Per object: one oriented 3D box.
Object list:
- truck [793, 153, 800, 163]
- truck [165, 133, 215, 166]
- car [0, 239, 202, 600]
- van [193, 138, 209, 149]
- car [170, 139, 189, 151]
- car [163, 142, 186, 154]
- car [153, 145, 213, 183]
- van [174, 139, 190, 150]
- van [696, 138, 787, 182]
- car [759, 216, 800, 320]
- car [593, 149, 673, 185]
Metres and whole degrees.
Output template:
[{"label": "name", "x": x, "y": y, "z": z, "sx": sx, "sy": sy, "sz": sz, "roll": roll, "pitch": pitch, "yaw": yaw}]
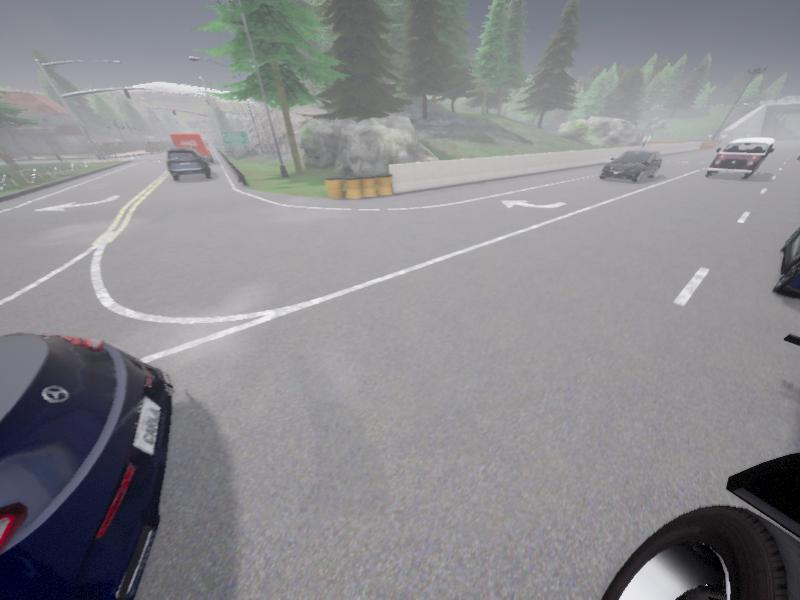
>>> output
[{"label": "truck", "x": 40.350, "y": -14.383, "z": 21.619, "sx": 5.204, "sy": 2.467, "sz": 2.627, "roll": -22, "pitch": 41, "yaw": -28}, {"label": "truck", "x": -20.511, "y": -14.987, "z": 22.853, "sx": 2.627, "sy": 2.467, "sz": 5.204, "roll": -22, "pitch": 41, "yaw": -27}, {"label": "car", "x": -3.761, "y": 1.560, "z": 0.332, "sx": 5.027, "sy": 1.651, "sz": 2.152, "roll": -22, "pitch": 41, "yaw": -28}, {"label": "van", "x": -46.293, "y": -36.422, "z": 53.805, "sx": 2.069, "sy": 2.038, "sz": 4.480, "roll": -22, "pitch": 41, "yaw": -27}, {"label": "car", "x": -44.755, "y": -31.494, "z": 46.961, "sx": 1.932, "sy": 1.855, "sz": 4.605, "roll": -22, "pitch": 41, "yaw": -27}, {"label": "car", "x": -38.068, "y": -25.756, "z": 39.067, "sx": 2.038, "sy": 1.542, "sz": 4.974, "roll": -22, "pitch": 41, "yaw": -27}, {"label": "car", "x": -13.706, "y": -8.919, "z": 14.916, "sx": 2.033, "sy": 1.649, "sz": 4.856, "roll": -22, "pitch": 41, "yaw": -27}, {"label": "van", "x": -49.124, "y": -35.199, "z": 52.150, "sx": 1.775, "sy": 1.987, "sz": 4.442, "roll": -22, "pitch": 41, "yaw": -27}, {"label": "van", "x": 21.000, "y": -8.738, "z": 14.236, "sx": 4.480, "sy": 2.038, "sz": 2.069, "roll": -22, "pitch": 41, "yaw": -28}, {"label": "car", "x": 8.277, "y": -0.896, "z": 3.657, "sx": 4.856, "sy": 1.649, "sz": 2.033, "roll": -22, "pitch": 41, "yaw": -28}, {"label": "car", "x": 14.183, "y": -8.202, "z": 14.029, "sx": 4.892, "sy": 1.490, "sz": 1.837, "roll": -22, "pitch": 41, "yaw": -28}]
